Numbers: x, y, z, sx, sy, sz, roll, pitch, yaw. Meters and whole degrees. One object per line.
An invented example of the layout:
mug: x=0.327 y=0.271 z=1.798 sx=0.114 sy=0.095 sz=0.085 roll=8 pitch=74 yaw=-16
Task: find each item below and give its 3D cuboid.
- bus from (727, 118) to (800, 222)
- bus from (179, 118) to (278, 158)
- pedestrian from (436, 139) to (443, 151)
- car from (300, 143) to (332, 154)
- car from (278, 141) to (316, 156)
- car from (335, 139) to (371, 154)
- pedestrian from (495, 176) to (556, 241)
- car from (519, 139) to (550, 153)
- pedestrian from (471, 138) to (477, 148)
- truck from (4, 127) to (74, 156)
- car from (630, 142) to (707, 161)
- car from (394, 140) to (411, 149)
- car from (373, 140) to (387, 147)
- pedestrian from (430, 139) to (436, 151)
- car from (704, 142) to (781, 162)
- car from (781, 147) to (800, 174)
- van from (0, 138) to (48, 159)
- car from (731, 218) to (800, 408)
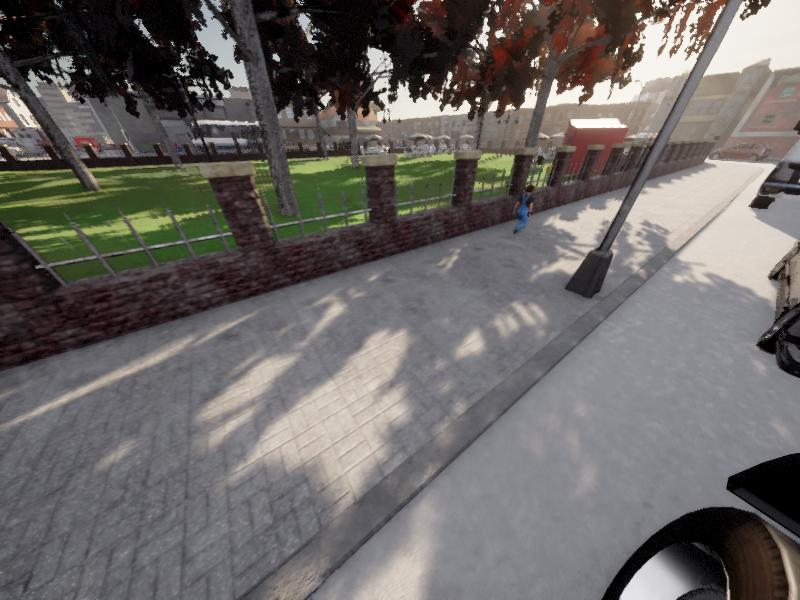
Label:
bus: x=17.139 y=-5.667 z=8.117 sx=10.273 sy=4.253 sz=3.944 roll=-22 pitch=40 yaw=-27
bus: x=-24.310 y=-23.402 z=33.598 sx=10.273 sy=4.253 sz=3.944 roll=-21 pitch=40 yaw=-28
pedestrian: x=7.288 y=-28.892 z=42.957 sx=0.751 sy=1.860 sz=0.751 roll=-20 pitch=40 yaw=-25
car: x=-14.528 y=-26.378 z=40.165 sx=4.674 sy=1.442 sz=1.812 roll=-22 pitch=41 yaw=-27
car: x=-15.670 y=-23.268 z=35.383 sx=4.605 sy=1.855 sz=1.932 roll=-22 pitch=41 yaw=-29
car: x=-7.980 y=-26.368 z=39.575 sx=5.566 sy=2.045 sz=2.150 roll=-24 pitch=42 yaw=-30
pedestrian: x=3.092 y=-2.304 z=5.798 sx=0.751 sy=1.300 sz=0.751 roll=-23 pitch=41 yaw=-29
car: x=23.297 y=-26.799 z=40.073 sx=1.905 sy=1.878 sz=3.866 roll=-22 pitch=41 yaw=-28
pedestrian: x=16.492 y=-34.828 z=51.315 sx=0.751 sy=1.860 sz=0.751 roll=-20 pitch=40 yaw=-25
truck: x=-62.305 y=-27.666 z=40.301 sx=2.891 sy=3.827 sz=8.468 roll=-22 pitch=41 yaw=-27
car: x=30.261 y=-16.948 z=26.269 sx=1.930 sy=1.638 sz=5.238 roll=-21 pitch=40 yaw=-26
car: x=0.546 y=-41.116 z=61.022 sx=2.097 sy=1.767 sz=4.553 roll=-22 pitch=41 yaw=-28
car: x=-6.484 y=-50.747 z=74.950 sx=2.242 sy=1.667 sz=4.611 roll=-22 pitch=41 yaw=-28
pedestrian: x=6.116 y=-28.635 z=42.601 sx=0.751 sy=1.860 sz=0.751 roll=-18 pitch=39 yaw=-24
car: x=36.189 y=-15.789 z=24.612 sx=1.851 sy=1.617 sz=3.988 roll=-12 pitch=37 yaw=-16
car: x=29.631 y=-10.083 z=16.328 sx=3.866 sy=1.878 sz=1.905 roll=-25 pitch=42 yaw=-31
van: x=-56.428 y=-22.468 z=34.100 sx=2.351 sy=2.431 sz=6.366 roll=-21 pitch=40 yaw=-26
car: x=6.548 y=-0.135 z=2.842 sx=5.357 sy=1.411 sz=2.033 roll=-23 pitch=41 yaw=-29
